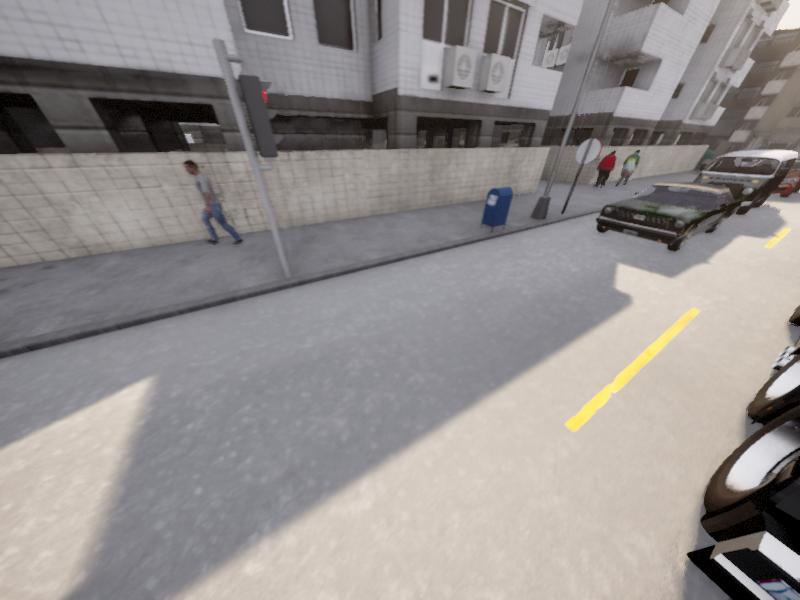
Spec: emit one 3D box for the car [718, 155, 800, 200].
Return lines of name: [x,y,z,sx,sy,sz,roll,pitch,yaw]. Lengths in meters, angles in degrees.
car: [20.220,-6.770,12.496,4.611,1.667,2.242,-18,39,-24]

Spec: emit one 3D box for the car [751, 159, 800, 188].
car: [25.946,-8.497,15.366,4.718,1.301,1.895,-18,39,-25]

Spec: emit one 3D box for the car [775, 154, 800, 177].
car: [34.075,-11.229,19.291,5.357,1.411,2.033,-19,39,-26]

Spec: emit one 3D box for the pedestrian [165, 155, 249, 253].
pedestrian: [-4.206,-2.139,5.197,0.751,1.860,0.751,-20,40,-27]

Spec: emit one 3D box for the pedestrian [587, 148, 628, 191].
pedestrian: [10.859,-6.872,12.158,0.751,1.860,0.751,-19,39,-25]

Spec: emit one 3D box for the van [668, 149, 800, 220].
van: [13.696,-4.813,9.291,4.480,2.038,2.069,-18,39,-24]

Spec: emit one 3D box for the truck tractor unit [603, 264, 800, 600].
truck tractor unit: [5.108,-0.301,0.792,6.516,4.208,3.053,-18,39,-24]

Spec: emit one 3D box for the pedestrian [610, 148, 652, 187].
pedestrian: [13.016,-7.496,13.077,0.751,1.860,0.751,-17,38,-23]

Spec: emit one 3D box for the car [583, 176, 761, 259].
car: [7.907,-2.630,6.745,4.718,1.301,1.895,-18,39,-24]
